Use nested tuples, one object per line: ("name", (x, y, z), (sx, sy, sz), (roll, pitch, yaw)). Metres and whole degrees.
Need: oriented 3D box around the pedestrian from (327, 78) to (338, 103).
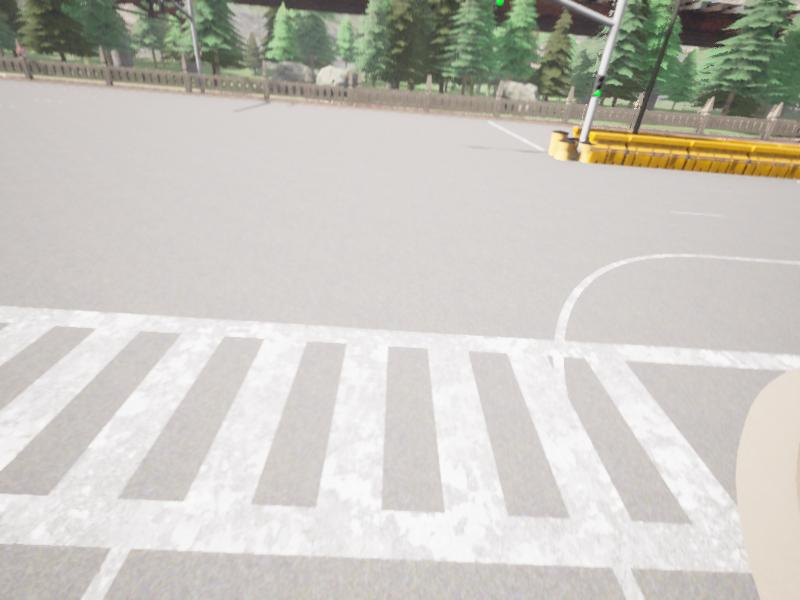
("pedestrian", (-5.813, -18.114, 34.609), (0.751, 1.860, 0.751), (5, 30, 0))
